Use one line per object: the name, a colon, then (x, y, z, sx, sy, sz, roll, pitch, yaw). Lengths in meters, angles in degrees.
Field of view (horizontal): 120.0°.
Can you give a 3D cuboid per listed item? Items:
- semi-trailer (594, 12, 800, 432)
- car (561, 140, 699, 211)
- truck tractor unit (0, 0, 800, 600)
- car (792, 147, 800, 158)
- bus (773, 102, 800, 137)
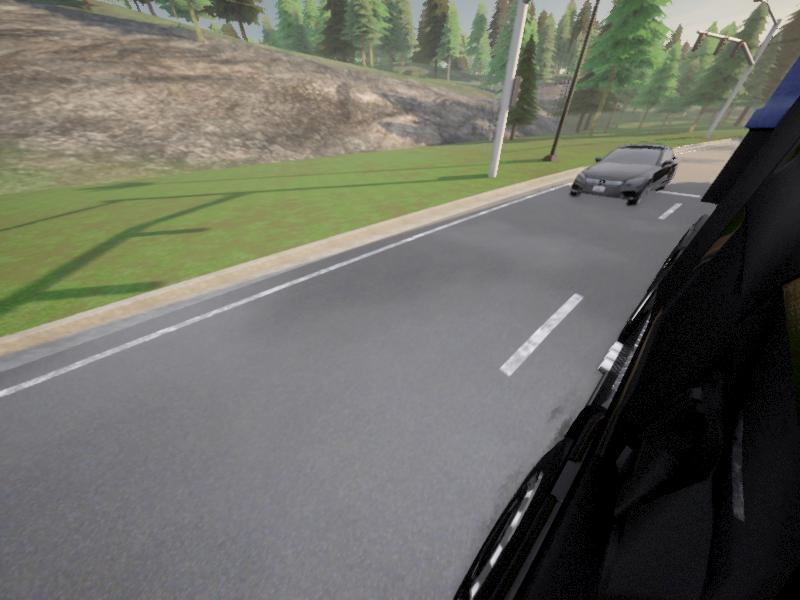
semi-trailer: (8.935, -3.429, 3.985, 14.254, 4.402, 2.717, -25, 42, -27)
car: (7.832, -4.417, 7.851, 4.674, 1.442, 1.812, -25, 42, -27)
truck tractor unit: (2.645, -0.295, 0.352, 6.516, 4.208, 3.053, -28, 44, -30)
car: (24.097, -8.809, 12.635, 3.705, 1.549, 1.789, -20, 40, -23)
bus: (42.779, -18.191, 21.759, 10.273, 4.253, 3.944, -15, 39, -16)
